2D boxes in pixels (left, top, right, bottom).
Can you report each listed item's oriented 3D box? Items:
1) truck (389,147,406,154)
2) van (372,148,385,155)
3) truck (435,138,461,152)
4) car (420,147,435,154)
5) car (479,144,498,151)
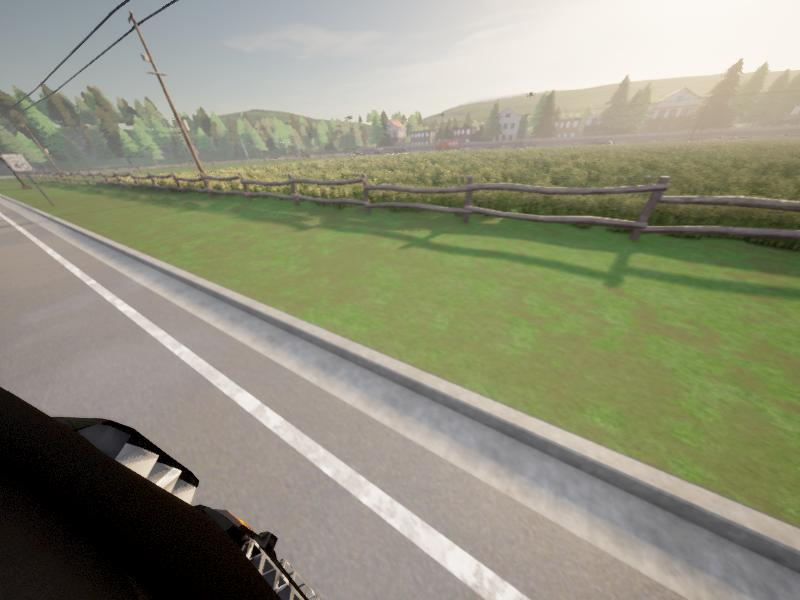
[{"bbox_3d":[-0.939,-57.979,89.613,6.274,2.098,2.390,16,38,26],"label":"truck"},{"bbox_3d":[-8.339,-57.846,90.030,4.480,2.038,2.069,16,38,26],"label":"van"},{"bbox_3d":[17.274,-55.676,83.206,8.468,3.827,2.891,16,38,26],"label":"truck"},{"bbox_3d":[9.212,-50.338,77.836,4.611,1.667,2.242,16,38,26],"label":"car"},{"bbox_3d":[27.497,-47.345,71.854,5.238,1.638,1.930,16,38,26],"label":"car"}]
